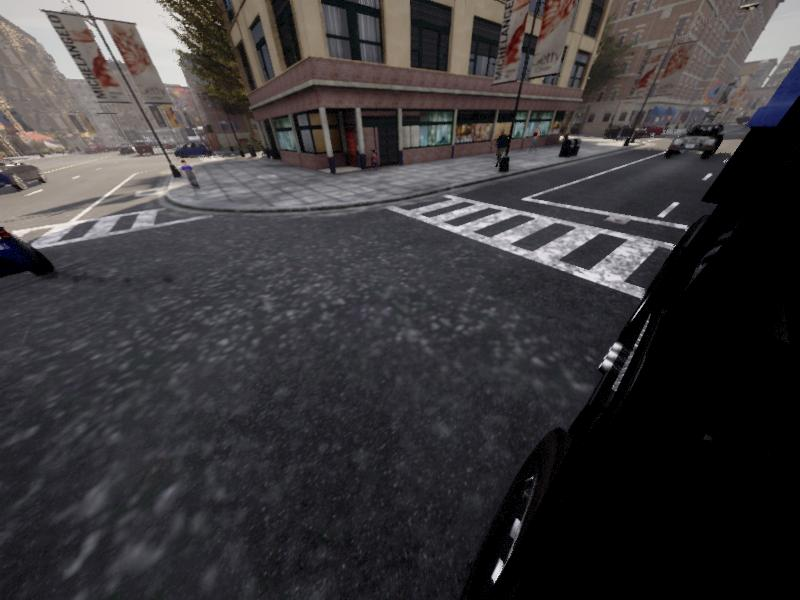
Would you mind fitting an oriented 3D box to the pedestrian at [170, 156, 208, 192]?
[{"bbox_3d":[-9.466,-5.682,10.396,0.751,1.300,0.751,-25,42,-27],"label":"pedestrian"}]

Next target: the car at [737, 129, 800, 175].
[{"bbox_3d":[18.845,-7.290,11.190,4.792,1.488,2.163,-26,43,-28],"label":"car"}]

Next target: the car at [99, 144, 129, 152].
[{"bbox_3d":[-66.411,-35.344,53.769,1.895,1.301,4.718,-6,37,-5],"label":"car"}]

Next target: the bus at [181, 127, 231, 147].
[{"bbox_3d":[-53.795,-45.815,64.738,3.944,4.253,10.273,4,37,9],"label":"bus"}]

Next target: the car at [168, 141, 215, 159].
[{"bbox_3d":[-27.023,-19.570,30.117,3.988,1.617,1.851,-17,39,-19],"label":"car"}]

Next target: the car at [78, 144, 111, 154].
[{"bbox_3d":[-64.894,-32.154,49.256,2.002,1.452,4.674,-12,38,-13],"label":"car"}]

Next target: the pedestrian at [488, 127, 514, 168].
[{"bbox_3d":[5.606,-8.469,12.877,0.751,1.860,0.751,29,47,35],"label":"pedestrian"}]

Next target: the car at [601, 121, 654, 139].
[{"bbox_3d":[31.435,-23.561,32.139,1.932,1.855,4.605,-22,40,-25],"label":"car"}]

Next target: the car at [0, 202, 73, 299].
[{"bbox_3d":[-8.943,-1.003,4.205,4.193,1.474,1.816,11,39,18],"label":"car"}]

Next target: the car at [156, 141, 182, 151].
[{"bbox_3d":[-51.583,-34.517,51.708,2.163,1.488,4.792,-13,38,-14],"label":"car"}]

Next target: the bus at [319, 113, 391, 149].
[{"bbox_3d":[-6.846,-27.226,37.141,10.273,4.253,3.944,-26,43,-29],"label":"bus"}]

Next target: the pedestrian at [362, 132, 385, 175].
[{"bbox_3d":[-1.392,-7.840,12.404,0.751,1.860,0.751,-24,42,-27],"label":"pedestrian"}]

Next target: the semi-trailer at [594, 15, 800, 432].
[{"bbox_3d":[8.923,-3.418,4.028,14.254,4.402,2.717,-25,42,-28],"label":"semi-trailer"}]

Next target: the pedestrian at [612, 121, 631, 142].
[{"bbox_3d":[25.187,-19.192,26.294,0.751,1.860,0.751,-26,43,-28],"label":"pedestrian"}]

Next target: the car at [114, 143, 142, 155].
[{"bbox_3d":[-50.455,-28.121,42.981,2.038,1.542,4.974,-21,41,-24],"label":"car"}]

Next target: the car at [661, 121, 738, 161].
[{"bbox_3d":[19.319,-10.321,14.921,4.605,1.855,1.932,-26,43,-29],"label":"car"}]

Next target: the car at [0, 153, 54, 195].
[{"bbox_3d":[-23.317,-7.316,13.370,2.152,1.651,5.027,-26,42,-28],"label":"car"}]

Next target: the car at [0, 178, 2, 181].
[{"bbox_3d":[-29.237,-8.197,14.948,1.882,1.535,5.008,-27,43,-30],"label":"car"}]

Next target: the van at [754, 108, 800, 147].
[{"bbox_3d":[33.083,-14.625,19.527,6.366,2.431,2.351,-26,43,-29],"label":"van"}]

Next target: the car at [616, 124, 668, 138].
[{"bbox_3d":[35.233,-24.779,33.860,5.008,1.535,1.882,20,43,27],"label":"car"}]

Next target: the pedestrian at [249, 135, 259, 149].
[{"bbox_3d":[-24.258,-26.217,38.428,0.751,1.860,0.751,-26,43,-28],"label":"pedestrian"}]

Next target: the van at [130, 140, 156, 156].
[{"bbox_3d":[-41.807,-24.817,37.672,1.775,1.987,4.442,-27,43,-29],"label":"van"}]

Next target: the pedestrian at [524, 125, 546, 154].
[{"bbox_3d":[10.783,-12.857,18.519,0.751,1.860,0.751,-19,40,-21],"label":"pedestrian"}]

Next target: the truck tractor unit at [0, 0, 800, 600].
[{"bbox_3d":[2.645,-0.295,0.351,6.516,4.208,3.053,-28,44,-30],"label":"truck tractor unit"}]
